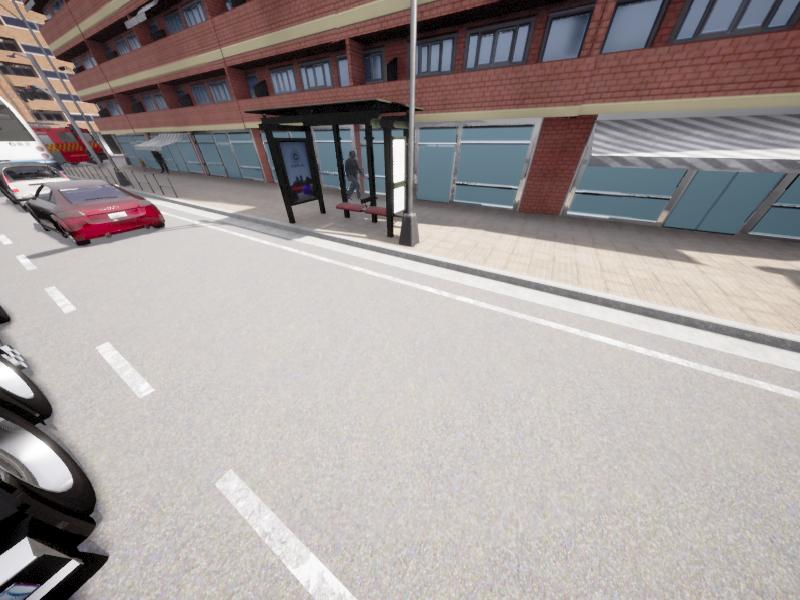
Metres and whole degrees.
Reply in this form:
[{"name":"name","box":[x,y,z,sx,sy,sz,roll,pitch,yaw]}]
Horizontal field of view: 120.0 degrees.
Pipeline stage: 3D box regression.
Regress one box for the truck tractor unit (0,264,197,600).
[{"name":"truck tractor unit","box":[-5.110,-0.301,0.779,6.516,4.208,3.053,18,39,24]}]

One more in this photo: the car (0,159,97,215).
[{"name":"car","box":[-15.346,-4.887,9.721,3.988,1.617,1.851,18,39,24]}]

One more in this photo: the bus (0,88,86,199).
[{"name":"bus","box":[-23.285,-8.482,12.628,10.273,4.253,3.944,18,39,24]}]

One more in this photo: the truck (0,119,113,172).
[{"name":"truck","box":[-35.984,-15.804,23.607,2.891,3.827,8.468,-5,35,-6]}]

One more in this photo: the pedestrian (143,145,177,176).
[{"name":"pedestrian","box":[-16.928,-9.849,16.326,0.751,1.860,0.751,13,37,18]}]

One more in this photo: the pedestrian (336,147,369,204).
[{"name":"pedestrian","box":[-1.849,-4.916,9.132,0.751,1.860,0.751,18,39,24]}]

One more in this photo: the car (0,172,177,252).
[{"name":"car","box":[-9.288,-2.823,6.922,4.181,1.385,1.994,17,38,23]}]

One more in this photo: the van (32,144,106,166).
[{"name":"van","box":[-38.964,-17.298,27.382,1.775,1.987,4.442,18,39,25]}]
